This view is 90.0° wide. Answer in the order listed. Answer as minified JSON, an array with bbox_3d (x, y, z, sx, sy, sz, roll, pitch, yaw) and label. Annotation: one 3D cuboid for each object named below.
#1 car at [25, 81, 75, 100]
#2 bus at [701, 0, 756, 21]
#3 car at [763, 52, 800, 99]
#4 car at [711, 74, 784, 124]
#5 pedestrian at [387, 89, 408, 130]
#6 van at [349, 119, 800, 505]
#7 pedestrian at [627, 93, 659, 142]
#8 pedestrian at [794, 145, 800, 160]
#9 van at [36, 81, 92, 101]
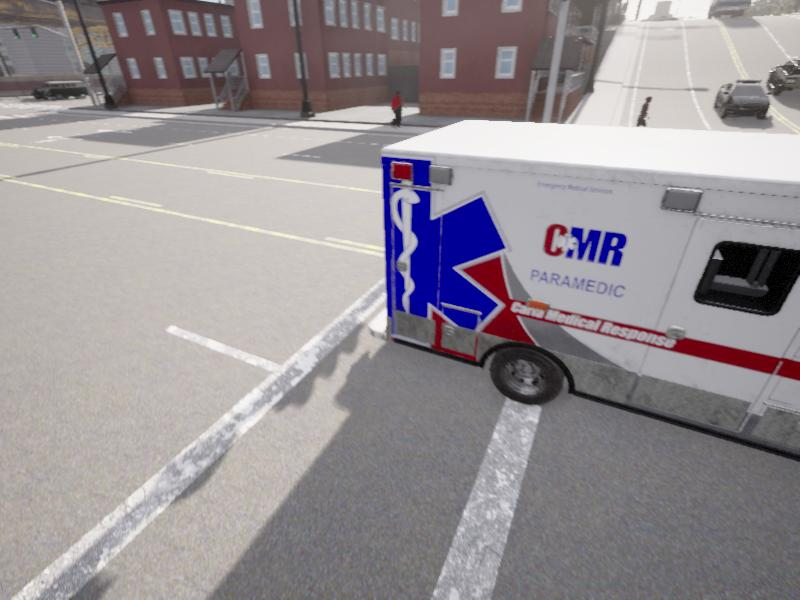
[{"bbox_3d":[-43.294,-25.966,49.608,1.905,1.878,3.866,14,33,23],"label":"car"},{"bbox_3d":[42.204,-38.586,51.110,3.944,4.253,10.273,14,35,23],"label":"bus"},{"bbox_3d":[25.026,-14.258,25.331,1.932,1.855,4.605,15,42,24],"label":"car"},{"bbox_3d":[18.905,-11.182,22.036,1.930,1.638,5.238,14,39,23],"label":"car"},{"bbox_3d":[-0.123,-9.976,20.913,0.751,1.860,0.751,18,35,29],"label":"pedestrian"},{"bbox_3d":[2.931,-0.145,3.805,6.366,2.431,2.351,14,33,23],"label":"van"},{"bbox_3d":[10.624,-7.999,17.545,0.751,1.860,0.751,14,33,23],"label":"pedestrian"},{"bbox_3d":[14.405,-5.661,13.490,0.751,1.860,0.751,4,31,9],"label":"pedestrian"},{"bbox_3d":[-40.255,-25.154,48.053,1.775,1.987,4.442,14,33,23],"label":"van"}]
